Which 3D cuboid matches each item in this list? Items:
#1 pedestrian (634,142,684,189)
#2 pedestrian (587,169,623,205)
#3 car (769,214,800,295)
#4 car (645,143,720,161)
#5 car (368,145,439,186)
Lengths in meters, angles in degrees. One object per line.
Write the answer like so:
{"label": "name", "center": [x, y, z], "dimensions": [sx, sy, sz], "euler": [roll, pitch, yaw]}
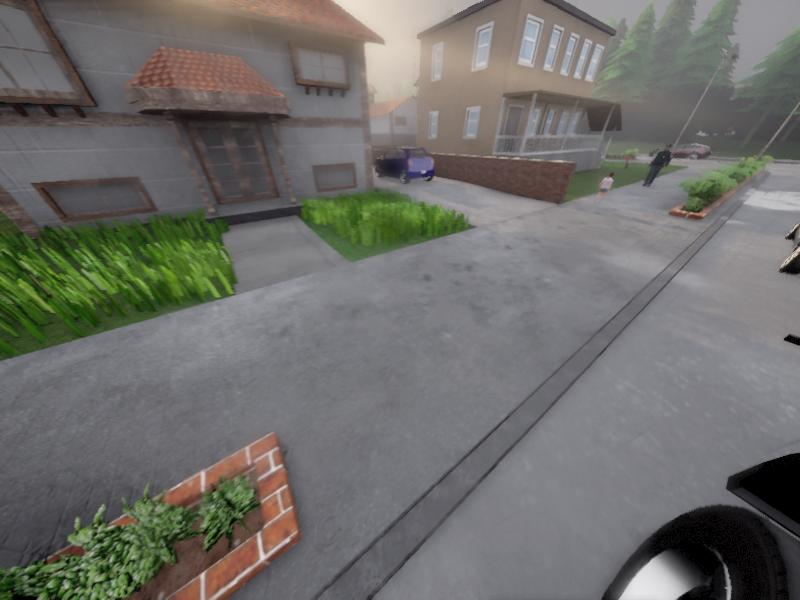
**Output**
{"label": "pedestrian", "center": [12.392, -6.468, 11.118], "dimensions": [0.751, 1.860, 0.751], "euler": [-22, 41, -28]}
{"label": "pedestrian", "center": [7.672, -4.244, 8.669], "dimensions": [0.500, 1.100, 0.500], "euler": [-22, 41, -28]}
{"label": "car", "center": [9.435, -1.344, 4.298], "dimensions": [5.238, 1.638, 1.930], "euler": [-23, 41, -27]}
{"label": "car", "center": [31.388, -16.611, 25.867], "dimensions": [2.163, 1.488, 4.792], "euler": [-20, 40, -26]}
{"label": "car", "center": [0.057, -7.108, 12.043], "dimensions": [1.845, 1.501, 3.633], "euler": [-22, 41, -28]}
